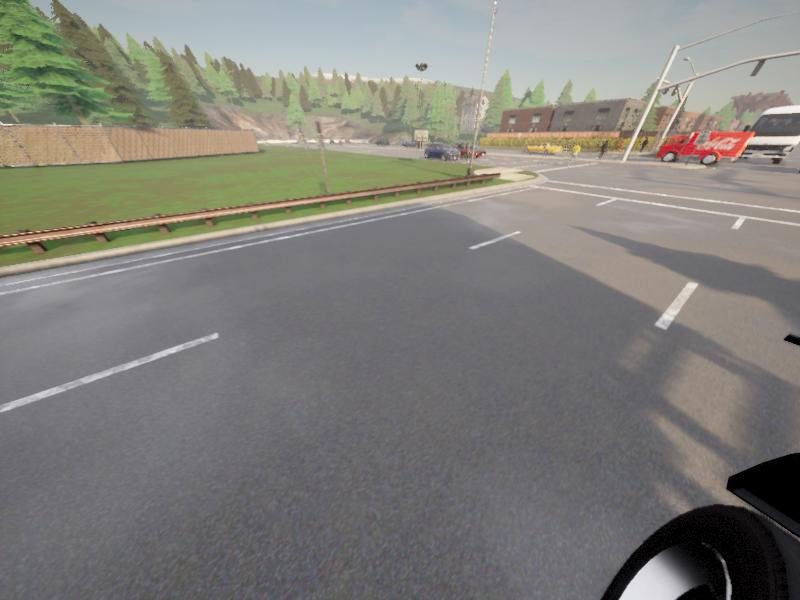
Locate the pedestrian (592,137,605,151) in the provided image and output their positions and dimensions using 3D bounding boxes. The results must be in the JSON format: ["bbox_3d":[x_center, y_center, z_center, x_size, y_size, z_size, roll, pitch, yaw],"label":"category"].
[{"bbox_3d":[32.694,-25.694,38.042,0.751,1.860,0.751,-21,40,-26],"label":"pedestrian"}]

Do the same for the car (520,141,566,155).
[{"bbox_3d":[20.920,-22.465,34.135,1.801,1.575,5.366,-22,41,-27],"label":"car"}]

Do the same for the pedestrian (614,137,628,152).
[{"bbox_3d":[32.712,-22.974,34.190,0.751,1.860,0.751,25,42,31],"label":"pedestrian"}]

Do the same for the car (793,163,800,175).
[{"bbox_3d":[29.139,-9.381,15.586,4.902,1.511,2.128,-22,41,-28],"label":"car"}]

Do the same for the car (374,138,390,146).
[{"bbox_3d":[-5.429,-48.272,70.535,2.150,2.045,5.566,-22,41,-28],"label":"car"}]

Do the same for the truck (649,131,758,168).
[{"bbox_3d":[27.334,-13.875,21.147,2.627,2.467,5.204,-22,41,-27],"label":"truck"}]

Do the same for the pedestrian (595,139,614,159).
[{"bbox_3d":[23.162,-17.085,26.210,0.751,1.860,0.751,-23,41,-29],"label":"pedestrian"}]

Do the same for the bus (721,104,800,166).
[{"bbox_3d":[36.800,-16.014,22.533,10.273,4.253,3.944,-22,41,-28],"label":"bus"}]

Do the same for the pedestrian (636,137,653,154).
[{"bbox_3d":[33.112,-20.989,31.322,0.751,1.860,0.751,-26,42,-31],"label":"pedestrian"}]

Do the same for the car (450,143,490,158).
[{"bbox_3d":[9.410,-20.324,31.305,2.163,1.488,4.792,-22,40,-27],"label":"car"}]

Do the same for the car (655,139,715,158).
[{"bbox_3d":[33.923,-18.133,27.604,3.866,1.878,1.905,0,35,1],"label":"car"}]

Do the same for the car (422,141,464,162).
[{"bbox_3d":[4.826,-17.146,26.578,2.097,1.767,4.553,-22,40,-27],"label":"car"}]

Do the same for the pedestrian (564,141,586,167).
[{"bbox_3d":[15.236,-12.742,20.139,0.751,1.860,0.751,-24,42,-30],"label":"pedestrian"}]

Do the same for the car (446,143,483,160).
[{"bbox_3d":[7.779,-18.166,28.156,1.851,1.617,3.988,-22,41,-27],"label":"car"}]

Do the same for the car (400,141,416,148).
[{"bbox_3d":[1.982,-38.295,56.828,1.970,1.475,3.806,-22,41,-28],"label":"car"}]
